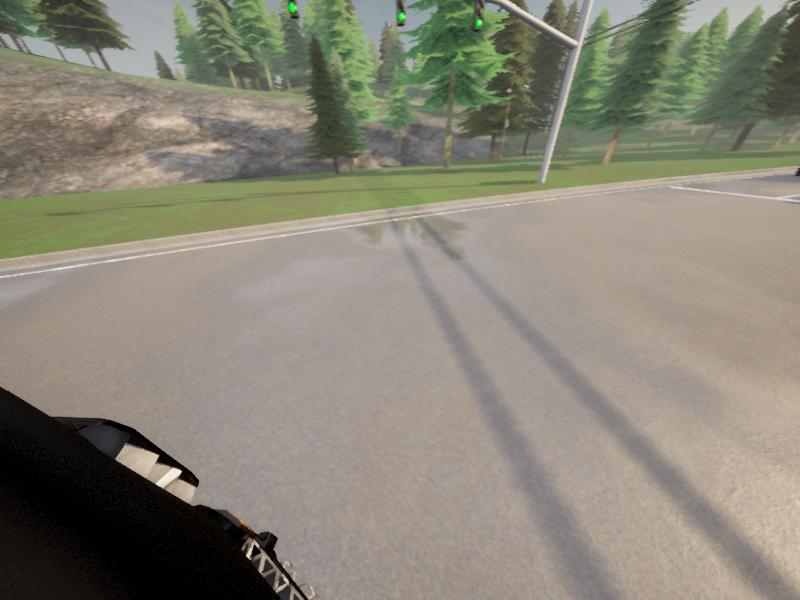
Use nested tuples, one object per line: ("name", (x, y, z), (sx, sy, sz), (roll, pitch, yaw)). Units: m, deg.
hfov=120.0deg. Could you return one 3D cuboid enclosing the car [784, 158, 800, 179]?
("car", (22.189, -6.896, 10.942), (4.605, 1.855, 1.932), (-9, 34, -9))
